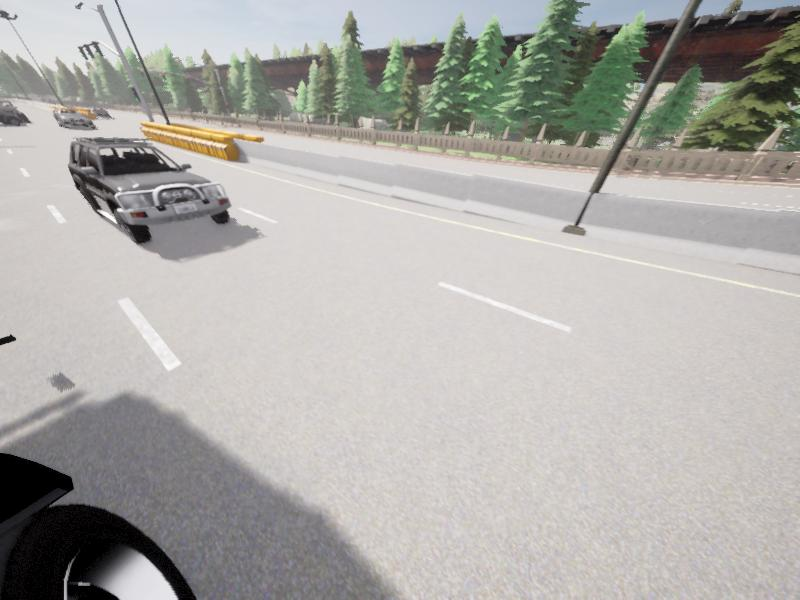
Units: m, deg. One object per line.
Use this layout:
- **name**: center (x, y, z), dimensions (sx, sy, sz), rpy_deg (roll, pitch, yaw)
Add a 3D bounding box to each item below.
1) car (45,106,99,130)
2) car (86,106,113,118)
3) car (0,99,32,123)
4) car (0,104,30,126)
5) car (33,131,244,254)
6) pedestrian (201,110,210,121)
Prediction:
- **car**: center (-34.213, -18.955, 24.106), dimensions (5.027, 1.651, 2.152), rpy_deg (26, 42, 26)
- **car**: center (-53.712, -33.596, 41.288), dimensions (3.633, 1.501, 1.845), rpy_deg (26, 42, 25)
- **car**: center (-42.732, -20.575, 25.131), dimensions (3.866, 1.878, 1.905), rpy_deg (26, 42, 26)
- **car**: center (-38.708, -17.225, 21.406), dimensions (1.851, 1.617, 3.988), rpy_deg (14, 39, 13)
- **car**: center (-6.515, -2.977, 5.847), dimensions (4.605, 1.855, 1.932), rpy_deg (23, 40, 25)
- **pedestrian**: center (-43.037, -40.689, 51.056), dimensions (0.751, 1.860, 0.751), rpy_deg (27, 43, 27)
